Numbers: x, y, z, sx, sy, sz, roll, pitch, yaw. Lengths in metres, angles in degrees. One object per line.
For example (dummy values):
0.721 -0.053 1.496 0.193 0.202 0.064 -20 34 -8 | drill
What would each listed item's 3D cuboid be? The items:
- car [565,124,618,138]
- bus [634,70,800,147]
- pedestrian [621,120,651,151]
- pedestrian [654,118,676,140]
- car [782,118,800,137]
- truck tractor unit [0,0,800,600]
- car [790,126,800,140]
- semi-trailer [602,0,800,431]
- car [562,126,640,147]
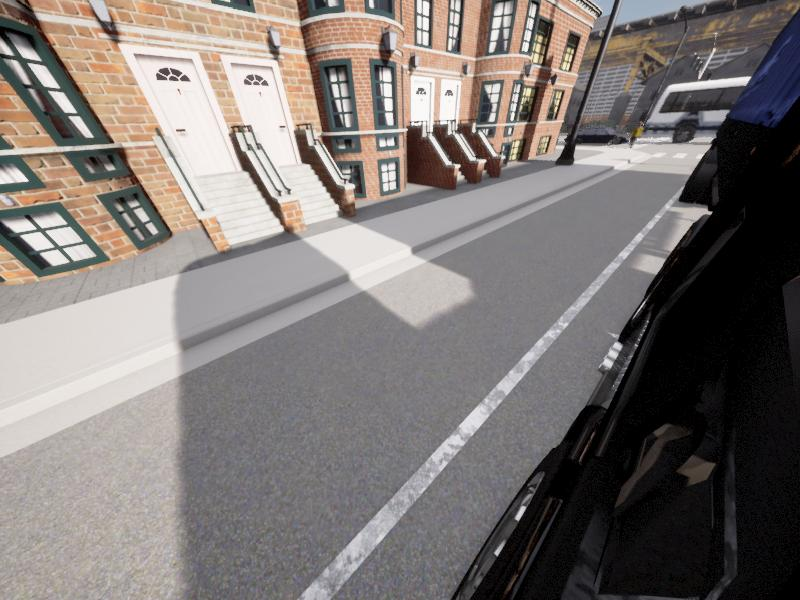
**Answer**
26.981 -23.975 32.798 2.033 1.411 5.357 -28 44 -30 | car
27.276 -15.231 18.712 3.944 4.253 10.273 -28 44 -30 | bus
17.886 -12.446 17.543 0.751 1.860 0.751 -23 41 -24 | pedestrian
28.173 -18.198 24.576 0.751 1.860 0.751 23 44 30 | pedestrian
39.433 -15.493 20.681 2.033 1.411 5.357 -28 44 -30 | car
2.645 -0.295 0.351 6.516 4.208 3.053 -28 44 -30 | truck tractor unit
36.965 -13.920 18.736 2.033 1.411 5.357 -28 44 -30 | car
8.478 -3.750 4.428 14.254 4.402 2.717 -31 45 -32 | semi-trailer
19.492 -16.056 22.694 2.033 1.411 5.357 -28 44 -30 | car
